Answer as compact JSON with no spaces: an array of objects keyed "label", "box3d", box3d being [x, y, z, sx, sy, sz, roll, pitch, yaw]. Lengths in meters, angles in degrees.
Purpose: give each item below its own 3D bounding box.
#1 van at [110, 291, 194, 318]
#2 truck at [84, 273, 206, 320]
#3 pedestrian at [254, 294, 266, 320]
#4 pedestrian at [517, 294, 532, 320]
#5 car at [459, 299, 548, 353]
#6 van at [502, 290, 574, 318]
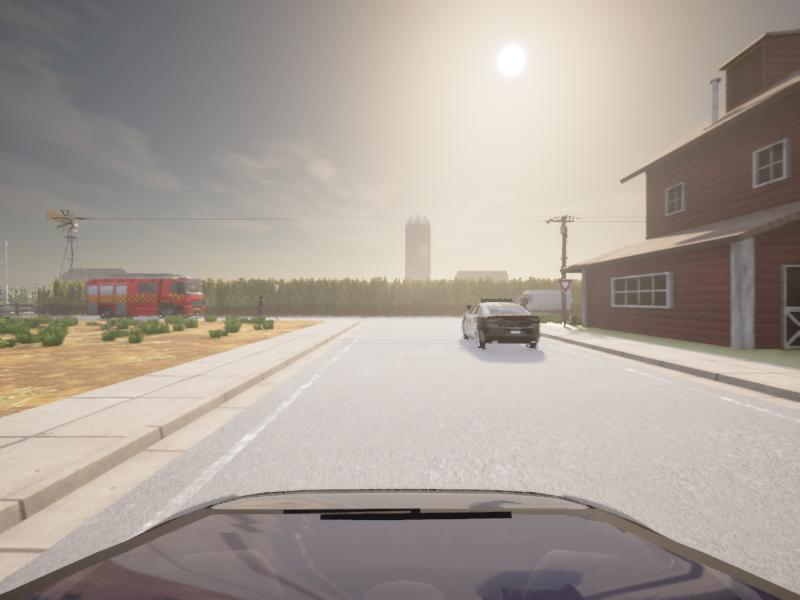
[{"label":"van","box3d":[-22.849,0.418,37.113,6.366,2.431,2.351,0,0,1]},{"label":"truck","box3d":[-21.217,-0.282,33.581,8.468,3.827,2.891,0,0,1]},{"label":"pedestrian","box3d":[-10.330,0.522,29.567,0.751,1.860,0.751,0,0,-11]},{"label":"pedestrian","box3d":[9.004,0.514,28.992,0.751,1.860,0.751,0,0,44]},{"label":"car","box3d":[3.500,0.777,14.695,1.930,1.638,5.238,0,0,0]},{"label":"van","box3d":[12.531,0.362,36.579,5.915,2.561,1.988,0,0,1]}]
